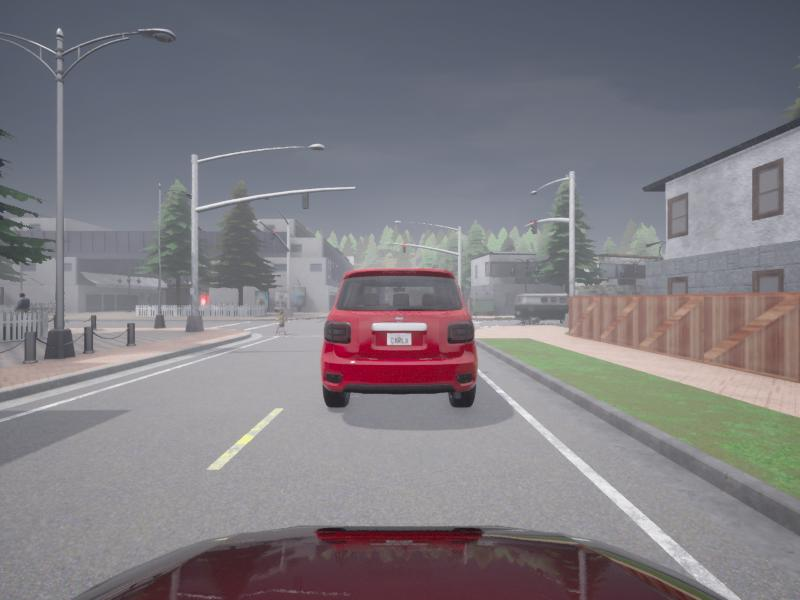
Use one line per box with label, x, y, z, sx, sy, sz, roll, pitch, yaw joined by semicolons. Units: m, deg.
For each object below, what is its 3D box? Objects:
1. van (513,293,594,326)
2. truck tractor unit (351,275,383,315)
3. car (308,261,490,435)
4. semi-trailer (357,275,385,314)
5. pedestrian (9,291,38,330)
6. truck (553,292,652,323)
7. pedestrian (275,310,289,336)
van;9.608;0.579;25.284;4.442;1.987;1.775;0;0;-2
truck tractor unit;-3.562;-0.519;44.771;3.053;4.208;6.516;0;0;0
car;-0.013;0.568;7.496;2.150;2.045;5.566;0;0;0
semi-trailer;-3.548;-0.617;52.683;2.717;4.402;14.254;0;0;0
pedestrian;-18.385;0.500;19.551;0.751;1.860;0.751;0;0;-1
truck;14.789;0.523;29.358;6.274;2.098;2.390;0;0;-9
pedestrian;-5.172;1.017;17.593;0.500;1.100;0.500;0;0;-6
